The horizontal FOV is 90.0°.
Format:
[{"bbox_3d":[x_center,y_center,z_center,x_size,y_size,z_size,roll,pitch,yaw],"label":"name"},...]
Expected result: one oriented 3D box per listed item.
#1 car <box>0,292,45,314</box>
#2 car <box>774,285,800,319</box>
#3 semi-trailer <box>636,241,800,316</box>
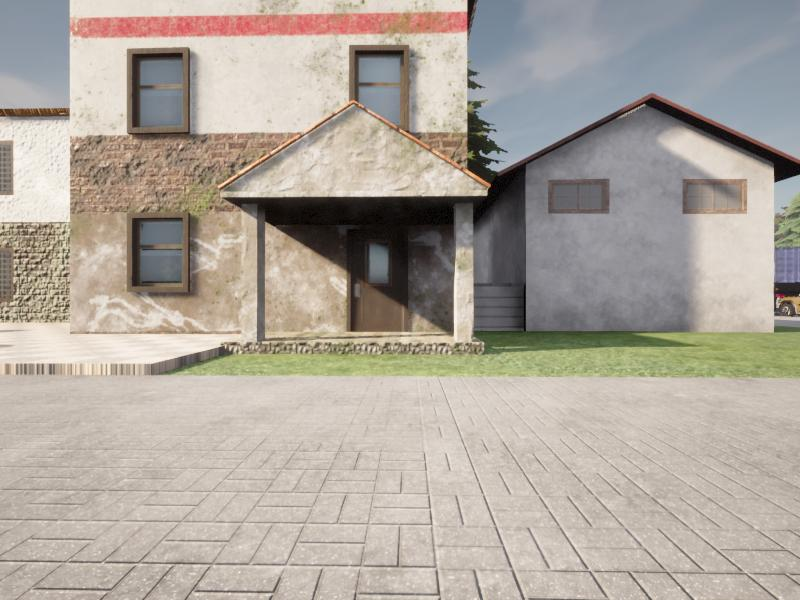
[{"bbox_3d":[-29.925,0.201,29.960,1.801,1.575,5.366,0,0,1],"label":"car"},{"bbox_3d":[22.851,0.117,21.221,1.932,1.855,4.605,-1,1,4],"label":"car"},{"bbox_3d":[23.427,-1.222,30.560,2.717,4.402,14.254,0,0,1],"label":"semi-trailer"}]
